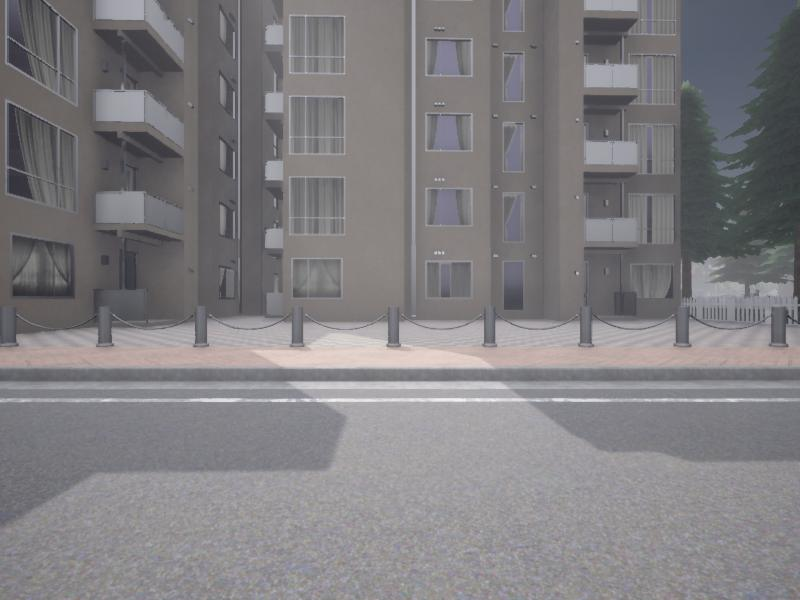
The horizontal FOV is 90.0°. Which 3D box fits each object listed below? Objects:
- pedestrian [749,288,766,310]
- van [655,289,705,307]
[{"bbox_3d":[31.488,-0.100,35.243,0.751,1.860,0.751,0,0,-4],"label":"pedestrian"},{"bbox_3d":[40.085,-0.279,57.327,5.915,2.561,1.988,0,0,-1],"label":"van"}]
